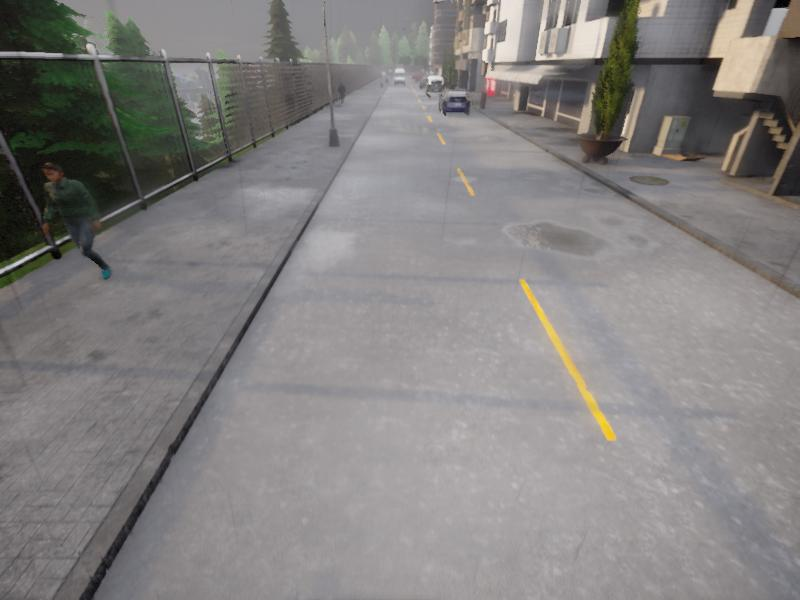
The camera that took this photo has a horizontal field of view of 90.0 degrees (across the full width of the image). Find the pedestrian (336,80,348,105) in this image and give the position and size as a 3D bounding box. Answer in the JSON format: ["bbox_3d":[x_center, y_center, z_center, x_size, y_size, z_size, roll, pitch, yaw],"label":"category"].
[{"bbox_3d":[-5.012,-17.879,34.489,0.751,1.860,0.751,1,30,2],"label":"pedestrian"}]

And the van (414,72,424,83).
[{"bbox_3d":[3.998,-46.512,83.595,1.775,1.987,4.442,0,30,0],"label":"van"}]

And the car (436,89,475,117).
[{"bbox_3d":[3.999,-14.648,29.591,2.163,1.488,4.792,0,30,0],"label":"car"}]

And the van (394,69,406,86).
[{"bbox_3d":[-0.010,-39.525,71.054,1.988,2.561,5.915,0,30,0],"label":"van"}]

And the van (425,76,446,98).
[{"bbox_3d":[3.997,-24.440,45.788,2.069,2.038,4.480,0,30,0],"label":"van"}]

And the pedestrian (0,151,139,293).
[{"bbox_3d":[-4.671,-1.121,5.823,0.751,1.860,0.751,-3,30,-5],"label":"pedestrian"}]

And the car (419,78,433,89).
[{"bbox_3d":[3.994,-33.442,61.744,1.970,1.475,3.806,0,30,0],"label":"car"}]
